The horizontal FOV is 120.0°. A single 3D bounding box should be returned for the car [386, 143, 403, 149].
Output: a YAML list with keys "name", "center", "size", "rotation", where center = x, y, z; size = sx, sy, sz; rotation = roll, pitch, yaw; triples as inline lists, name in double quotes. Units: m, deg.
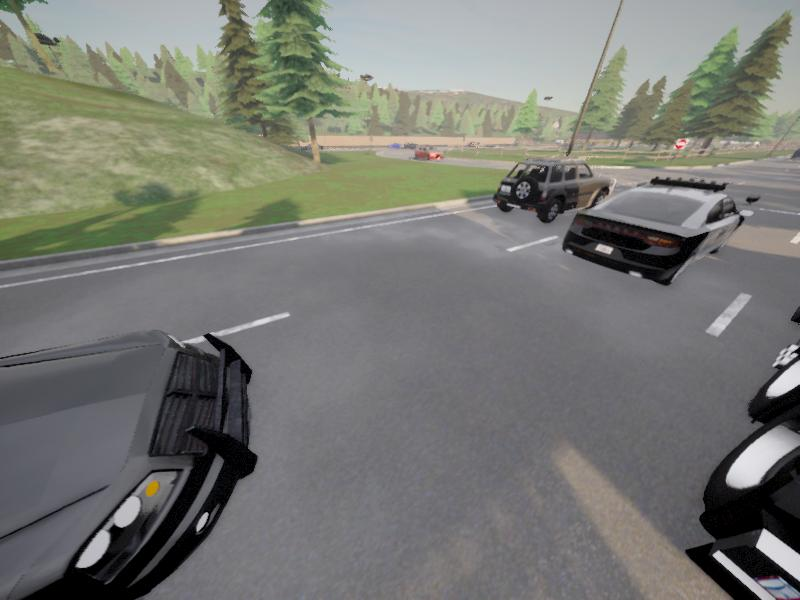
- name: "car"
  center: [-1.461, -44.085, 66.091]
  size: [4.514, 1.525, 2.007]
  rotation: [-18, 39, -25]

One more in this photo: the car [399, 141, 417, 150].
- name: "car"
  center: [2.111, -40.806, 61.037]
  size: [4.605, 1.855, 1.932]
  rotation: [-18, 39, -25]

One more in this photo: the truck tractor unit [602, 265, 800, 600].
- name: "truck tractor unit"
  center: [5.110, -0.302, 0.777]
  size: [6.516, 4.208, 3.053]
  rotation: [-18, 39, -24]

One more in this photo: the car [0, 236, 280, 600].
- name: "car"
  center: [-3.452, 1.309, 0.772]
  size: [4.974, 1.542, 2.038]
  rotation: [-19, 39, -24]

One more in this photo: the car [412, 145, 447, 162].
- name: "car"
  center: [3.694, -19.008, 29.898]
  size: [2.242, 1.667, 4.611]
  rotation: [-17, 38, -24]

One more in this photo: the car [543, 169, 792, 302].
- name: "car"
  center: [6.061, -1.847, 5.271]
  size: [5.238, 1.638, 1.930]
  rotation: [-18, 39, -24]

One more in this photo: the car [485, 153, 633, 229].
- name: "car"
  center: [5.640, -4.115, 8.320]
  size: [4.605, 1.855, 1.932]
  rotation: [-18, 39, -24]
